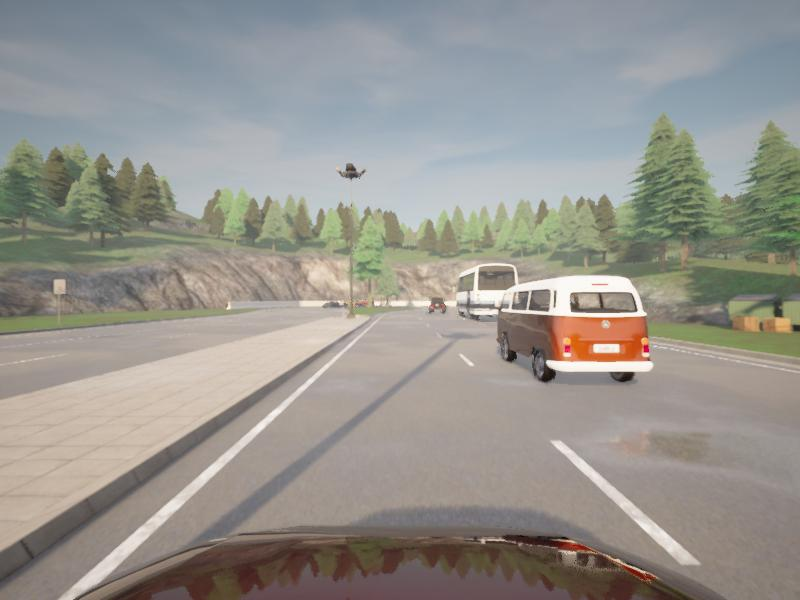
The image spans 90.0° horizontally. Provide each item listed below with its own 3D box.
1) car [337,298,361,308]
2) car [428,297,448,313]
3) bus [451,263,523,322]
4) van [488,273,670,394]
[{"bbox_3d":[-10.291,0.625,80.916,4.605,1.855,1.932,0,0,-35],"label":"car"},{"bbox_3d":[4.687,0.629,48.790,1.905,1.878,3.866,0,0,12],"label":"car"},{"bbox_3d":[6.894,-0.545,33.868,3.944,4.253,10.273,0,0,0],"label":"bus"},{"bbox_3d":[3.523,0.568,8.996,2.069,2.038,4.480,0,0,0],"label":"van"}]
